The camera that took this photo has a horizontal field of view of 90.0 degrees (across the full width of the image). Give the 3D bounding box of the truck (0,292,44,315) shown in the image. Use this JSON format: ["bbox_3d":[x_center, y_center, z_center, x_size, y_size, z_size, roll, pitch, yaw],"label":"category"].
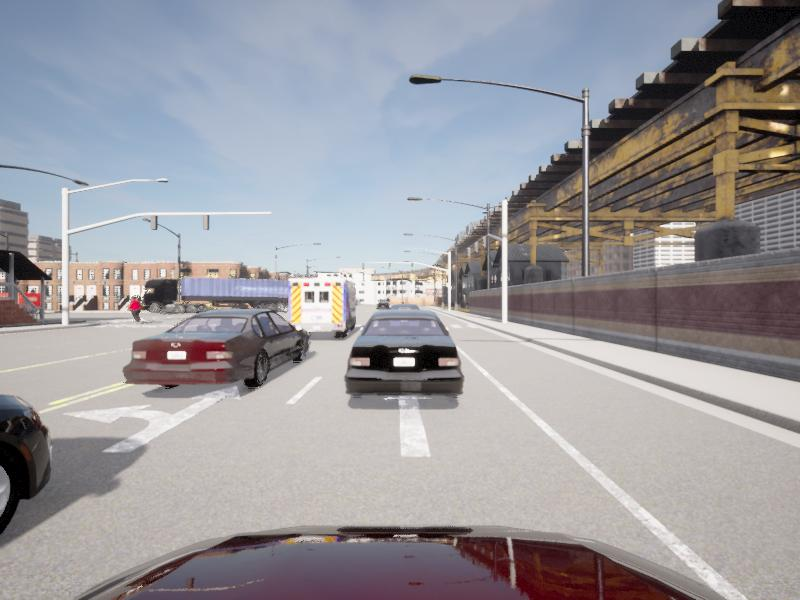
[{"bbox_3d":[-44.329,0.377,45.857,5.204,2.467,2.627,0,0,10],"label":"truck"}]

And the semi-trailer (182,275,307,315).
[{"bbox_3d":[-18.910,-0.608,49.680,14.254,4.402,2.717,0,1,-33],"label":"semi-trailer"}]

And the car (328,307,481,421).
[{"bbox_3d":[0.093,0.898,7.972,2.033,1.411,5.357,0,0,1],"label":"car"}]

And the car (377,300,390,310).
[{"bbox_3d":[-2.753,0.798,67.472,1.930,1.638,5.238,0,0,1],"label":"car"}]

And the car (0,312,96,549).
[{"bbox_3d":[-3.490,0.845,0.913,1.837,1.490,4.892,0,0,1],"label":"car"}]

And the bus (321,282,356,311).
[{"bbox_3d":[-9.630,-0.508,64.312,3.944,4.253,10.273,0,0,1],"label":"bus"}]

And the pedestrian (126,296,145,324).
[{"bbox_3d":[-17.475,0.648,26.445,0.751,1.860,0.751,0,0,-1],"label":"pedestrian"}]

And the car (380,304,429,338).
[{"bbox_3d":[0.230,0.903,19.497,2.033,1.411,5.357,0,0,1],"label":"car"}]

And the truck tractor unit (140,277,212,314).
[{"bbox_3d":[-25.857,-0.503,46.407,6.516,4.208,3.053,0,0,0],"label":"truck tractor unit"}]

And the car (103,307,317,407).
[{"bbox_3d":[-3.399,0.898,8.659,2.033,1.411,5.357,0,0,1],"label":"car"}]

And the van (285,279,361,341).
[{"bbox_3d":[-3.318,0.385,18.799,2.351,2.431,6.366,0,0,0],"label":"van"}]
